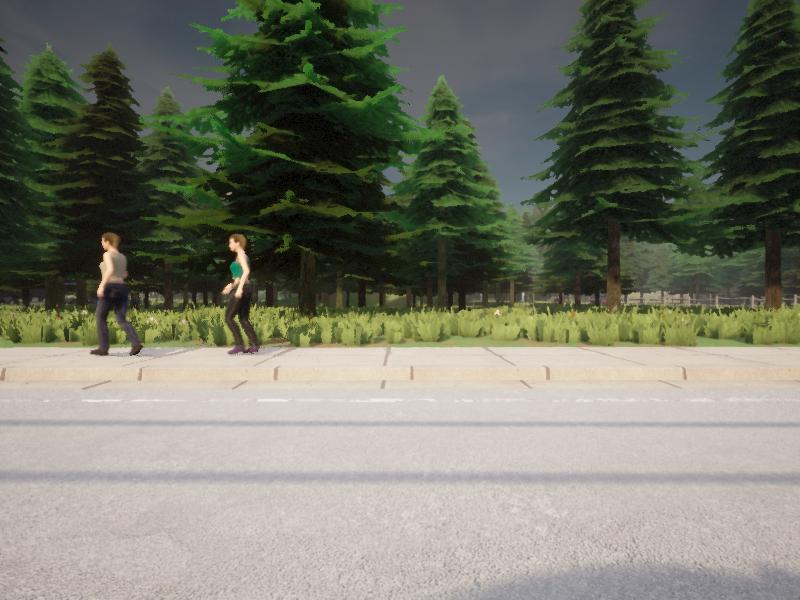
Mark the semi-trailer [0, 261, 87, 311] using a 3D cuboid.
[{"bbox_3d":[-36.831,-1.217,38.250,2.717,4.402,14.254,0,0,0],"label":"semi-trailer"}]

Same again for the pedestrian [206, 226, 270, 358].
[{"bbox_3d":[-2.416,-0.113,6.060,0.751,1.860,0.751,0,0,-9],"label":"pedestrian"}]

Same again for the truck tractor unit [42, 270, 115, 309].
[{"bbox_3d":[-36.816,-1.114,46.163,3.053,4.208,6.516,0,0,1],"label":"truck tractor unit"}]

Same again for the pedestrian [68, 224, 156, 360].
[{"bbox_3d":[-4.234,-0.111,5.926,0.751,1.860,0.751,0,0,9],"label":"pedestrian"}]
